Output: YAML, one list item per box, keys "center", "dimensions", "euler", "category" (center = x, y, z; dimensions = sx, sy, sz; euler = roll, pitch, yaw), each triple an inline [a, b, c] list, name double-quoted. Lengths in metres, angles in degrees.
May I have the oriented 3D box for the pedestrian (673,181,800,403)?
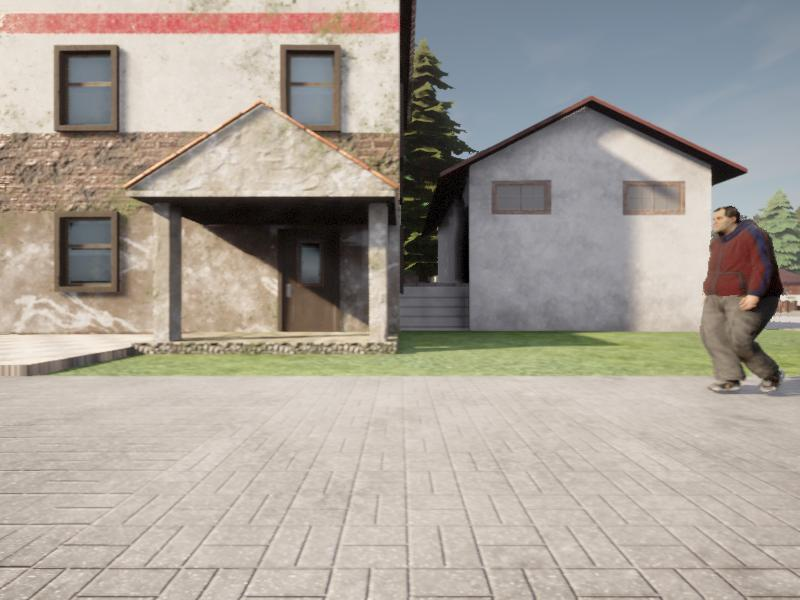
- center: [3.176, -0.068, 3.720]
  dimensions: [0.751, 1.860, 0.751]
  euler: [0, 0, 0]
  category: "pedestrian"
